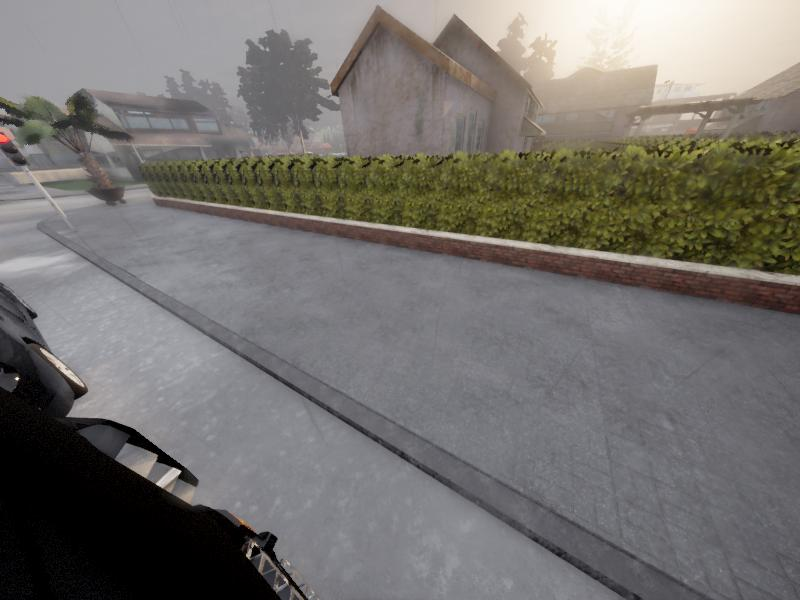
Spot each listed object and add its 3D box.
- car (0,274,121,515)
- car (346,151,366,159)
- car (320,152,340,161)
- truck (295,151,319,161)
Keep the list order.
[{"bbox_3d":[-5.341,0.496,2.211,5.008,1.535,1.882,16,38,26],"label":"car"},{"bbox_3d":[-11.506,-38.089,60.644,4.856,1.649,2.033,16,38,26],"label":"car"},{"bbox_3d":[-18.275,-37.416,60.247,4.611,1.667,2.242,16,38,26],"label":"car"},{"bbox_3d":[-25.675,-39.757,63.821,6.274,2.098,2.390,16,38,26],"label":"truck"}]
